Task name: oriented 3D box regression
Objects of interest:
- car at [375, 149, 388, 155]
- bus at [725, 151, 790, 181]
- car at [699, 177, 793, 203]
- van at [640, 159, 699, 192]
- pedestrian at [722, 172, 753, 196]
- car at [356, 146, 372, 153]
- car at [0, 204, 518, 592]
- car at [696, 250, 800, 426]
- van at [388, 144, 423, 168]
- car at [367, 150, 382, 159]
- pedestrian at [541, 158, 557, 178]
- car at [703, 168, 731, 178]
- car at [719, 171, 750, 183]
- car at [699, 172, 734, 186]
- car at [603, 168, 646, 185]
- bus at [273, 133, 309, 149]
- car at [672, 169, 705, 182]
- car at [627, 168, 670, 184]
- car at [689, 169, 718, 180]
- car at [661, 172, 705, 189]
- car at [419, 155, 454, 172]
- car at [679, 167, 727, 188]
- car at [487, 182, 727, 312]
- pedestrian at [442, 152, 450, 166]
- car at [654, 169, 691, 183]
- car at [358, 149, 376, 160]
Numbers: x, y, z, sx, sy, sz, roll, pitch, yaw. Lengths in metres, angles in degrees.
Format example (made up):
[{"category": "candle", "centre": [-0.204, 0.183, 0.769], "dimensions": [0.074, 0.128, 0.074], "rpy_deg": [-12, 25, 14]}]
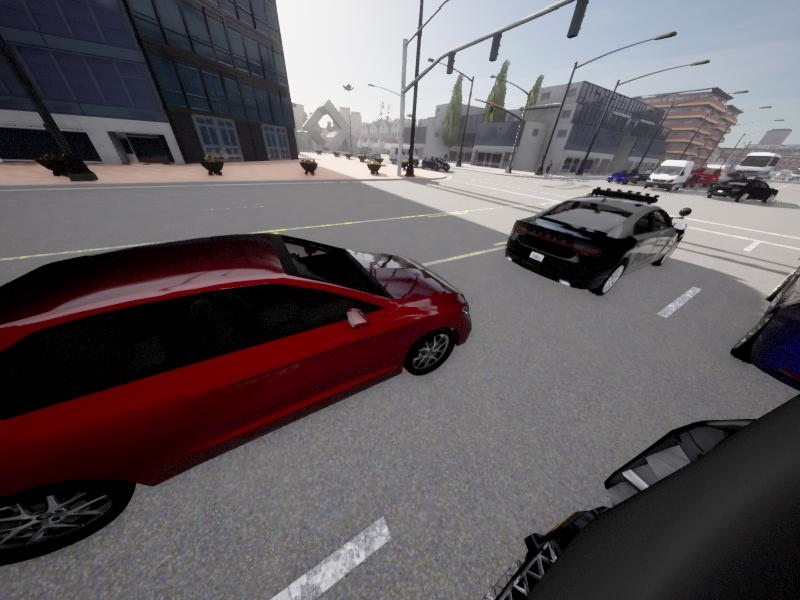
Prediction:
[{"category": "car", "centre": [-6.960, -55.847, 87.028], "dimensions": [4.514, 1.525, 2.007], "rpy_deg": [28, 40, 32]}, {"category": "bus", "centre": [65.983, -24.635, 42.656], "dimensions": [10.273, 4.253, 3.944], "rpy_deg": [-16, 38, -26]}, {"category": "car", "centre": [27.139, -8.672, 18.217], "dimensions": [5.008, 1.535, 1.882], "rpy_deg": [-4, 34, -11]}, {"category": "van", "centre": [26.569, -12.293, 22.777], "dimensions": [5.915, 2.561, 1.988], "rpy_deg": [-19, 39, -30]}, {"category": "pedestrian", "centre": [31.195, -10.712, 21.383], "dimensions": [0.751, 1.860, 0.751], "rpy_deg": [-24, 42, -35]}, {"category": "car", "centre": [-14.148, -59.004, 90.601], "dimensions": [5.566, 2.045, 2.150], "rpy_deg": [11, 34, 11]}, {"category": "car", "centre": [-1.188, 0.153, 2.295], "dimensions": [4.193, 1.474, 1.816], "rpy_deg": [-16, 38, -26]}, {"category": "car", "centre": [6.341, 0.235, 2.775], "dimensions": [4.792, 1.488, 2.163], "rpy_deg": [-16, 38, -26]}, {"category": "van", "centre": [0.626, -20.772, 33.157], "dimensions": [1.988, 2.561, 5.915], "rpy_deg": [-15, 38, -26]}, {"category": "car", "centre": [-5.621, -31.739, 50.350], "dimensions": [2.033, 1.411, 5.357], "rpy_deg": [-8, 35, -17]}, {"category": "pedestrian", "centre": [17.207, -15.247, 26.666], "dimensions": [0.751, 1.860, 0.751], "rpy_deg": [9, 34, 8]}, {"category": "car", "centre": [60.775, -24.335, 44.267], "dimensions": [5.008, 1.535, 1.882], "rpy_deg": [-16, 38, -26]}, {"category": "car", "centre": [55.243, -20.383, 38.129], "dimensions": [4.193, 1.474, 1.816], "rpy_deg": [-17, 38, -26]}, {"category": "car", "centre": [45.702, -17.516, 33.320], "dimensions": [4.674, 1.442, 1.812], "rpy_deg": [-16, 38, -26]}, {"category": "car", "centre": [25.589, -14.060, 26.344], "dimensions": [4.193, 1.474, 1.816], "rpy_deg": [-15, 38, -26]}, {"category": "bus", "centre": [-38.336, -56.262, 81.952], "dimensions": [3.944, 4.253, 10.273], "rpy_deg": [24, 38, 27]}, {"category": "car", "centre": [45.993, -19.879, 36.824], "dimensions": [4.892, 1.490, 1.837], "rpy_deg": [-17, 38, -25]}, {"category": "car", "centre": [31.729, -15.840, 29.463], "dimensions": [5.238, 1.638, 1.930], "rpy_deg": [-16, 38, -26]}, {"category": "car", "centre": [53.311, -22.022, 40.549], "dimensions": [4.181, 1.385, 1.994], "rpy_deg": [-17, 38, -25]}, {"category": "car", "centre": [32.387, -13.703, 26.450], "dimensions": [4.674, 1.442, 1.812], "rpy_deg": [-16, 38, -26]}, {"category": "car", "centre": [4.324, -16.609, 28.134], "dimensions": [1.816, 1.474, 4.193], "rpy_deg": [-15, 38, -26]}, {"category": "car", "centre": [38.955, -15.806, 29.695], "dimensions": [5.566, 2.045, 2.150], "rpy_deg": [-16, 38, -26]}, {"category": "car", "centre": [4.753, -1.607, 5.288], "dimensions": [5.238, 1.638, 1.930], "rpy_deg": [-16, 38, -26]}, {"category": "pedestrian", "centre": [7.368, -22.712, 37.105], "dimensions": [0.751, 1.860, 0.751], "rpy_deg": [-9, 35, -19]}, {"category": "car", "centre": [39.513, -17.998, 33.513], "dimensions": [5.008, 1.535, 1.882], "rpy_deg": [-16, 38, -26]}, {"category": "car", "centre": [-6.079, -26.788, 42.609], "dimensions": [1.845, 1.501, 3.633], "rpy_deg": [-17, 38, -29]}]
